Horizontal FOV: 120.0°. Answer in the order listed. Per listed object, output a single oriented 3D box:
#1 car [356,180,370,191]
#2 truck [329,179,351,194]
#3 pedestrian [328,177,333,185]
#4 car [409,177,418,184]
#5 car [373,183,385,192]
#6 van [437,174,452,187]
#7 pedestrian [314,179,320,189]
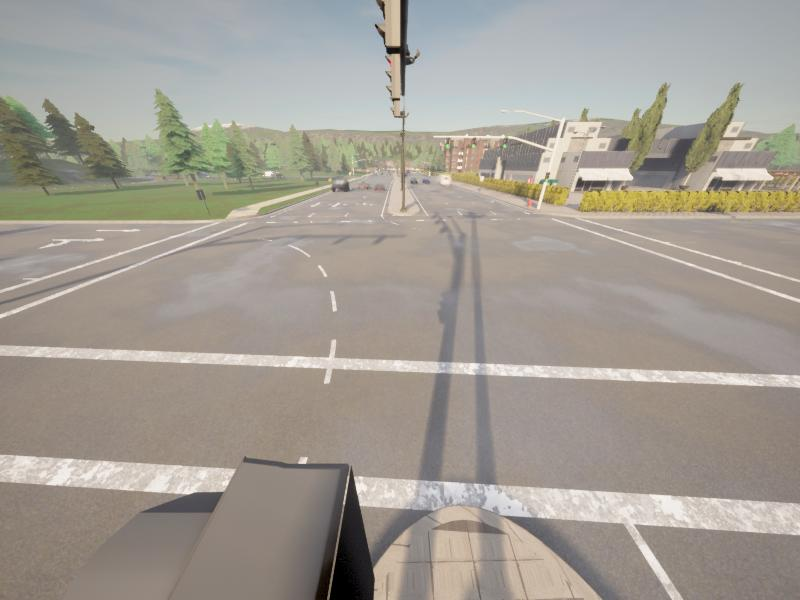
[{"bbox_3d":[-7.489,-23.560,47.491,2.152,1.651,5.027,0,30,-1],"label":"car"},{"bbox_3d":[-10.914,-21.064,42.691,2.390,2.098,6.274,0,30,-1],"label":"truck"},{"bbox_3d":[-17.021,-29.259,56.771,0.751,1.860,0.751,0,30,1],"label":"pedestrian"},{"bbox_3d":[3.804,-33.927,65.534,2.038,1.542,4.974,0,30,0],"label":"car"},{"bbox_3d":[-3.942,-21.739,44.589,1.994,1.385,4.181,0,30,-1],"label":"car"},{"bbox_3d":[10.891,-29.786,57.469,2.351,2.431,6.366,0,30,0],"label":"van"},{"bbox_3d":[-16.887,-23.720,47.176,0.751,1.860,0.751,0,30,-1],"label":"pedestrian"}]
